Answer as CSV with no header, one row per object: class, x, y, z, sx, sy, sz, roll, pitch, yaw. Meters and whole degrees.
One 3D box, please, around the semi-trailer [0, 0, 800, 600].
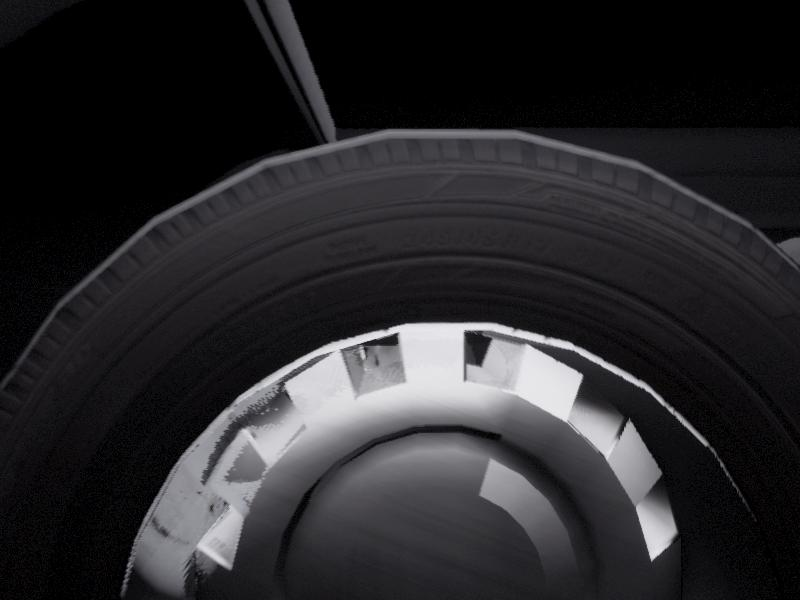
semi-trailer,3.878,-1.214,1.697,14.254,4.402,2.717,0,0,0
